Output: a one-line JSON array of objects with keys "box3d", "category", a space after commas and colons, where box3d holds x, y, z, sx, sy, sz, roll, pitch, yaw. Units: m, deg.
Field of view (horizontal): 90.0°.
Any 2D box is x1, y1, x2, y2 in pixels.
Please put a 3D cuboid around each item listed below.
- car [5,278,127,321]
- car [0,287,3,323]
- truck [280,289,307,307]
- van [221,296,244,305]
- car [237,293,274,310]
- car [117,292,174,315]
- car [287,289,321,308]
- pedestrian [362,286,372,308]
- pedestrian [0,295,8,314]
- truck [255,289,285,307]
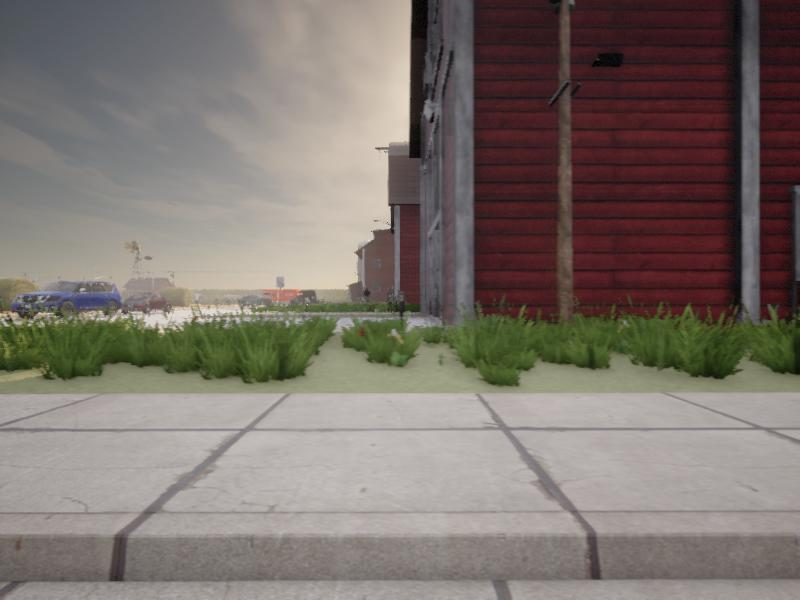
[{"box3d": [-17.973, -0.035, 22.038, 2.150, 2.045, 5.566, 0, 0, -1], "category": "car"}, {"box3d": [-17.845, 0.219, 15.261, 1.845, 1.501, 3.633, 0, 0, -1], "category": "car"}, {"box3d": [-15.200, -0.251, 57.393, 2.627, 2.467, 5.204, 0, 0, -1], "category": "truck"}, {"box3d": [-38.590, 0.025, 92.336, 4.480, 2.038, 2.069, 0, 0, 0], "category": "van"}, {"box3d": [-14.895, 0.121, 41.571, 2.152, 1.651, 5.027, -1, 0, -1], "category": "car"}, {"box3d": [-18.115, 0.212, 28.669, 1.789, 1.549, 3.705, 0, 0, -1], "category": "car"}, {"box3d": [-10.777, -0.125, 44.761, 1.905, 1.878, 3.866, -8, 4, -43], "category": "car"}, {"box3d": [-2.849, -0.284, 34.682, 0.751, 1.860, 0.751, 0, 0, -15], "category": "pedestrian"}, {"box3d": [-24.158, 0.271, 24.161, 0.500, 1.100, 0.500, 0, 0, -16], "category": "pedestrian"}, {"box3d": [-18.708, -0.236, 57.834, 2.627, 2.467, 5.204, 0, -1, -1], "category": "truck"}]
